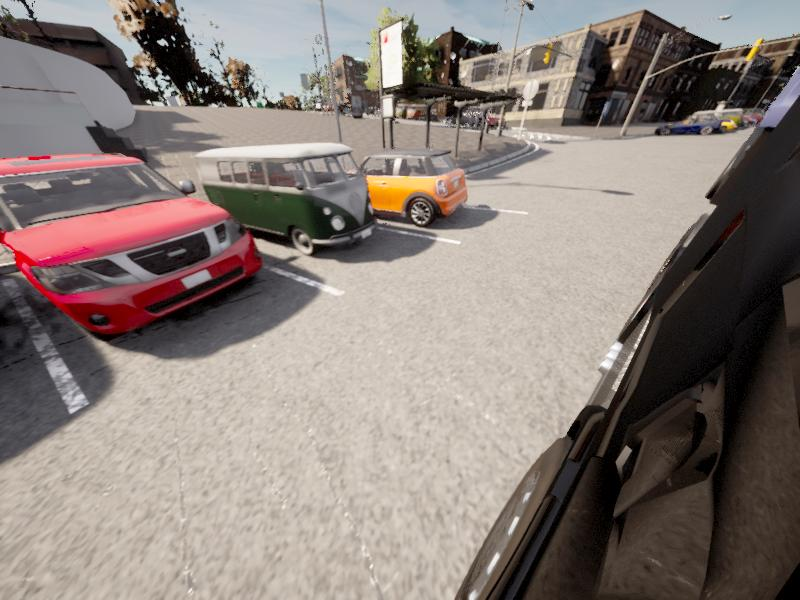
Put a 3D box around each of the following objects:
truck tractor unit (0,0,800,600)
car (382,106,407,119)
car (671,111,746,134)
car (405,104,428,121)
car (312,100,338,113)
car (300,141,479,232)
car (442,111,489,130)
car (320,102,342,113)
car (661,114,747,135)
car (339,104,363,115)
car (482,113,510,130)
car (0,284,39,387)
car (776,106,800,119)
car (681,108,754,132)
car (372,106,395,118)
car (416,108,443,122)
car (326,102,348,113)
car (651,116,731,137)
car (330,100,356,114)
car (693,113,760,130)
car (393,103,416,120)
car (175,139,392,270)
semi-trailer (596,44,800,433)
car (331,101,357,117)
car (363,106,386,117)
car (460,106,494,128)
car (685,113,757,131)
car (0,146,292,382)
[{"bbox_3d":[2.645,-0.295,0.351,6.516,4.208,3.053,-28,44,-30],"label":"truck tractor unit"},{"bbox_3d":[-0.957,-33.872,41.794,1.946,1.575,5.366,23,43,22],"label":"car"},{"bbox_3d":[35.108,-20.388,26.578,4.553,1.767,2.185,21,43,30],"label":"car"},{"bbox_3d":[2.731,-30.753,37.954,1.878,1.987,4.442,23,43,21],"label":"car"},{"bbox_3d":[-18.440,-47.776,57.117,2.435,2.045,5.566,19,40,24],"label":"car"},{"bbox_3d":[-0.355,-3.610,6.994,4.553,1.767,2.185,18,41,26],"label":"car"},{"bbox_3d":[7.612,-21.402,27.465,2.128,1.511,4.902,-27,48,-31],"label":"car"},{"bbox_3d":[-16.491,-46.284,55.474,2.185,1.767,4.553,20,41,22],"label":"car"},{"bbox_3d":[32.786,-19.126,25.255,5.366,1.575,1.946,21,43,30],"label":"car"},{"bbox_3d":[-10.567,-41.660,50.472,1.946,1.575,5.366,22,43,21],"label":"car"},{"bbox_3d":[12.329,-22.798,29.492,2.002,1.452,4.674,23,43,22],"label":"car"},{"bbox_3d":[-7.417,-0.091,2.556,5.566,2.045,2.435,17,41,26],"label":"car"},{"bbox_3d":[86.994,-40.628,49.775,5.566,2.045,2.435,26,45,34],"label":"car"},{"bbox_3d":[37.737,-21.508,27.720,4.442,1.987,1.878,22,43,30],"label":"car"},{"bbox_3d":[-2.963,-35.307,43.441,2.002,1.452,4.674,23,43,21],"label":"car"},{"bbox_3d":[4.679,-29.075,36.432,2.231,1.521,4.892,23,43,22],"label":"car"},{"bbox_3d":[-14.575,-44.749,53.706,2.185,1.767,4.553,21,42,21],"label":"car"},{"bbox_3d":[30.077,-18.153,24.212,4.792,1.488,2.163,21,43,29],"label":"car"},{"bbox_3d":[-12.599,-43.288,51.894,2.435,2.045,5.566,22,43,21],"label":"car"},{"bbox_3d":[42.714,-23.471,30.441,4.674,1.452,2.002,22,44,31],"label":"car"},{"bbox_3d":[0.815,-32.319,39.700,1.878,1.987,4.442,23,43,21],"label":"car"},{"bbox_3d":[-2.631,-2.466,5.448,4.442,1.987,1.878,18,41,26],"label":"car"},{"bbox_3d":[8.747,-3.636,4.080,14.254,4.402,2.717,-28,45,-28],"label":"semi-trailer"},{"bbox_3d":[-9.239,-31.508,38.155,1.932,1.855,4.605,-27,48,-31],"label":"car"},{"bbox_3d":[-4.891,-36.867,45.179,2.002,1.452,4.674,22,43,22],"label":"car"},{"bbox_3d":[10.439,-24.598,31.066,2.435,2.045,5.566,23,43,22],"label":"car"},{"bbox_3d":[40.174,-22.441,29.178,4.892,1.521,2.231,22,43,30],"label":"car"},{"bbox_3d":[-5.038,-1.298,4.008,5.566,2.045,2.435,17,41,26],"label":"car"}]
